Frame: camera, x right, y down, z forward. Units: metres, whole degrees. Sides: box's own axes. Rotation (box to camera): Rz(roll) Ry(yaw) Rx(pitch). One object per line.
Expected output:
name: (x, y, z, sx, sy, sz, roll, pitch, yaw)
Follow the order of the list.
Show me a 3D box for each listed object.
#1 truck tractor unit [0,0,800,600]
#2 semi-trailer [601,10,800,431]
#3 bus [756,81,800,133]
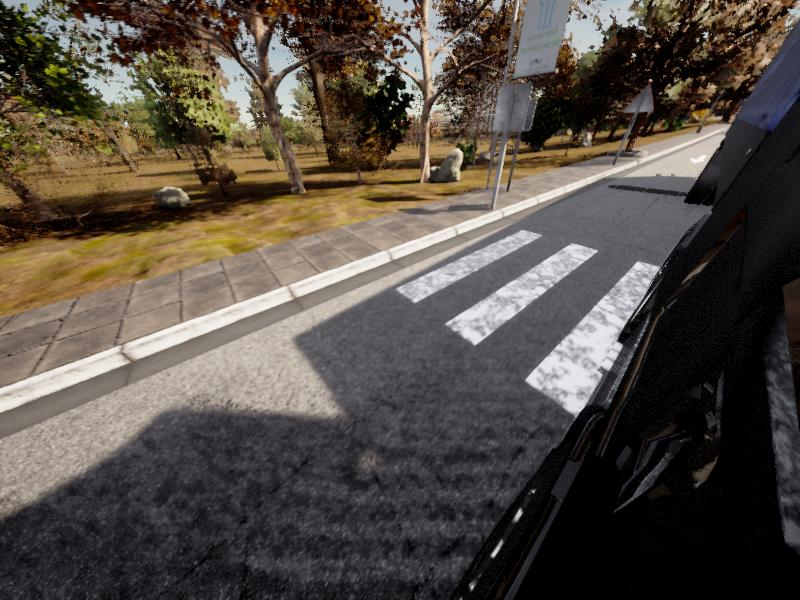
truck tractor unit: (2.645, -0.295, 0.352, 6.516, 4.208, 3.053, -28, 44, -30)
semi-trailer: (8.547, -3.707, 4.368, 14.254, 4.402, 2.717, -30, 44, -31)
bus: (45.530, -21.795, 26.031, 10.273, 4.253, 3.944, -27, 43, -28)
